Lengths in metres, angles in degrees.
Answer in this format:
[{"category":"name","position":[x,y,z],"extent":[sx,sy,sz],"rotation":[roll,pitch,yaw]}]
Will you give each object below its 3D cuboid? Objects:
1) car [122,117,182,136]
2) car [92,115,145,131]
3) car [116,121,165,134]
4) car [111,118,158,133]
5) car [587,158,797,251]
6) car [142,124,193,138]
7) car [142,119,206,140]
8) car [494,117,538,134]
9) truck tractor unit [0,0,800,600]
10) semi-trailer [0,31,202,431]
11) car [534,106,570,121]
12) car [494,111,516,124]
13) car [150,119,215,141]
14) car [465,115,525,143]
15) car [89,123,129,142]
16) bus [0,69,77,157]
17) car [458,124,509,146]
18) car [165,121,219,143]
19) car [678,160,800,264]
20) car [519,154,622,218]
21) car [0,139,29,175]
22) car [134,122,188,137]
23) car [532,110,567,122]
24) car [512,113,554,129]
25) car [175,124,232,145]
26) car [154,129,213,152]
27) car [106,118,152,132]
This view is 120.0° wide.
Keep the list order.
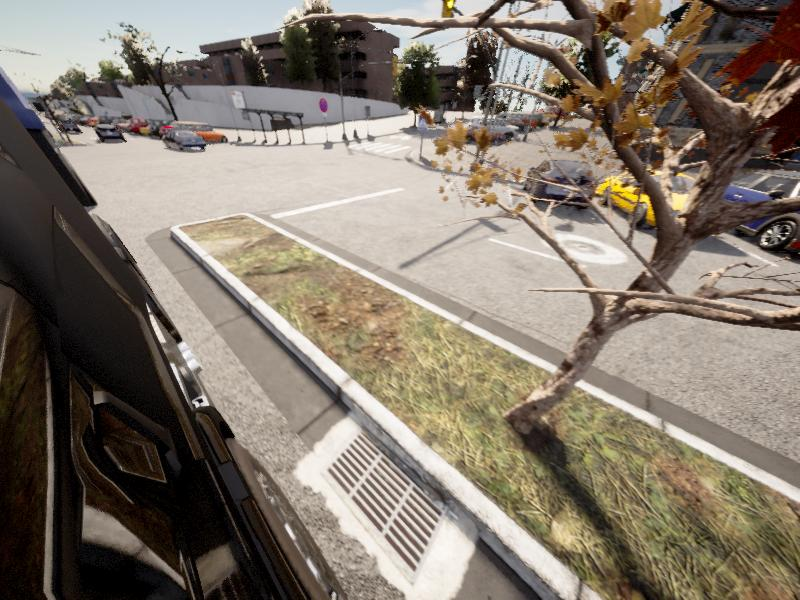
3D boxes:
[{"category":"car","position":[-37.966,-26.649,35.614],"extent":[2.435,2.045,5.566],"rotation":[11,37,11]},{"category":"car","position":[-52.730,-33.259,43.535],"extent":[2.435,2.045,5.566],"rotation":[11,37,11]},{"category":"car","position":[-42.896,-28.641,38.380],"extent":[2.231,1.521,4.892],"rotation":[11,37,10]},{"category":"car","position":[-45.343,-29.861,39.645],"extent":[2.185,1.767,4.553],"rotation":[11,37,10]},{"category":"car","position":[8.583,-3.582,7.776],"extent":[1.946,1.575,5.366],"rotation":[15,37,14]},{"category":"car","position":[-33.072,-24.178,33.117],"extent":[2.002,1.452,4.674],"rotation":[11,37,11]},{"category":"car","position":[-30.592,-23.318,31.644],"extent":[2.435,2.045,5.566],"rotation":[11,37,11]},{"category":"car","position":[15.600,-23.758,31.390],"extent":[4.892,1.521,2.231],"rotation":[12,43,11]},{"category":"truck tractor unit","position":[-2.645,-0.295,0.351],"extent":[6.516,4.208,3.053],"rotation":[28,44,30]},{"category":"semi-trailer","position":[-8.754,-3.556,4.185],"extent":[14.254,4.402,2.717],"rotation":[27,43,29]},{"category":"car","position":[31.282,-38.683,47.851],"extent":[5.566,2.045,2.435],"rotation":[11,43,10]},{"category":"car","position":[19.050,-33.099,41.835],"extent":[2.128,1.511,4.902],"rotation":[26,48,25]},{"category":"car","position":[-28.143,-22.167,30.264],"extent":[2.435,2.045,5.566],"rotation":[11,37,10]},{"category":"car","position":[10.378,-19.042,25.689],"extent":[5.566,2.045,2.435],"rotation":[12,43,11]},{"category":"car","position":[-32.589,-18.749,25.854],"extent":[4.792,1.488,2.163],"rotation":[31,45,32]},{"category":"bus","position":[-28.485,-13.173,16.324],"extent":[10.273,4.253,3.944],"rotation":[25,42,27]},{"category":"car","position":[8.597,-17.195,24.043],"extent":[4.674,1.452,2.002],"rotation":[12,43,11]},{"category":"car","position":[-25.720,-20.975,28.871],"extent":[1.878,1.987,4.442],"rotation":[12,37,11]},{"category":"car","position":[10.956,-2.551,6.346],"extent":[2.185,1.767,4.553],"rotation":[15,37,15]},{"category":"car","position":[6.496,-4.950,9.549],"extent":[2.163,1.488,4.792],"rotation":[14,37,15]},{"category":"car","position":[-18.683,-6.295,9.900],"extent":[4.181,1.385,1.994],"rotation":[19,41,23]},{"category":"car","position":[-35.477,-25.429,34.564],"extent":[1.946,1.575,5.366],"rotation":[11,37,11]},{"category":"car","position":[29.757,-36.813,46.124],"extent":[5.366,1.575,1.946],"rotation":[11,43,10]},{"category":"car","position":[21.051,-28.623,36.882],"extent":[5.366,1.575,1.946],"rotation":[12,43,11]},{"category":"car","position":[-23.268,-19.809,27.643],"extent":[2.185,1.767,4.553],"rotation":[11,37,11]},{"category":"car","position":[-18.884,-13.950,20.101],"extent":[5.357,1.411,2.033],"rotation":[25,43,28]},{"category":"car","position":[-47.827,-30.927,40.916],"extent":[2.185,1.767,4.553],"rotation":[11,37,11]}]
